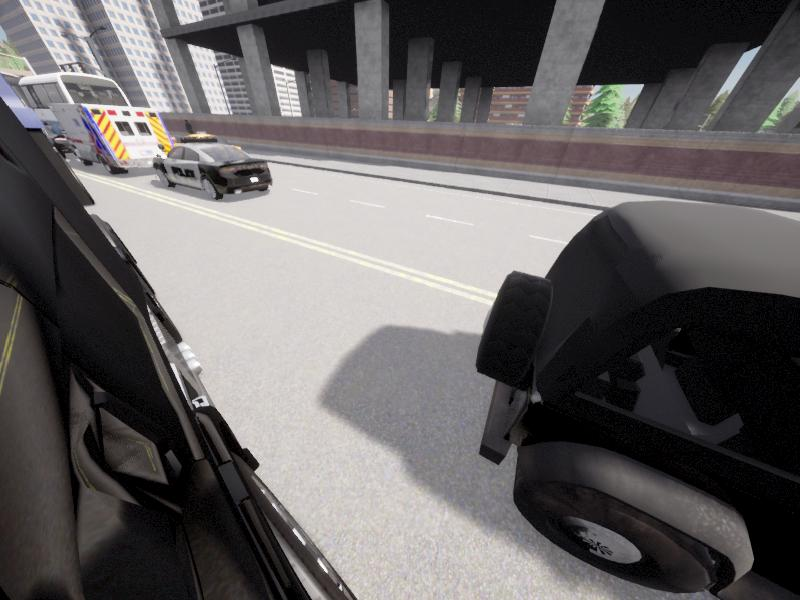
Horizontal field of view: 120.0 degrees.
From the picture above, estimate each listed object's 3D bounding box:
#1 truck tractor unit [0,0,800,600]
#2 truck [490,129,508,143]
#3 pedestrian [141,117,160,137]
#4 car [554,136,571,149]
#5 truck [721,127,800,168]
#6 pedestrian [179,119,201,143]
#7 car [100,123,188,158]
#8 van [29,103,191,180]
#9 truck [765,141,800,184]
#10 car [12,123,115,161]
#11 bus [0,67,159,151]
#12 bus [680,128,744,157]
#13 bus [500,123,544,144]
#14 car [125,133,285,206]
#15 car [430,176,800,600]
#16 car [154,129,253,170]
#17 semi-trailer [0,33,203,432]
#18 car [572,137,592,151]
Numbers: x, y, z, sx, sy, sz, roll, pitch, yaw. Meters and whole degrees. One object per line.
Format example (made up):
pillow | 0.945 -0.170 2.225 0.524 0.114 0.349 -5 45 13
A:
truck tractor unit | -2.645 -0.295 0.351 6.516 4.208 3.053 28 44 30
truck | 23.505 -38.794 54.716 2.615 2.467 5.204 20 40 21
pedestrian | -29.484 -20.473 27.312 0.751 1.860 0.751 26 43 28
car | 29.368 -28.523 41.783 1.905 1.878 3.866 20 40 21
truck | 47.809 -20.040 30.216 2.891 3.827 8.468 20 40 21
pedestrian | -20.631 -16.611 22.708 0.751 1.860 0.751 20 40 22
car | -17.606 -11.106 15.989 4.611 1.667 2.242 20 40 21
van | -13.525 -7.570 10.886 6.366 2.431 2.351 20 40 21
truck | 30.282 -9.465 16.084 2.627 2.467 5.204 20 40 21
car | -20.214 -9.585 13.921 4.902 1.511 2.128 20 40 21
bus | -25.391 -14.856 18.353 10.273 4.253 3.944 20 40 21
bus | 62.952 -32.297 47.213 3.944 4.253 10.273 23 41 25
bus | 35.115 -48.139 66.727 10.273 4.253 3.944 20 40 21
car | -7.058 -4.938 8.434 5.238 1.638 1.930 20 40 21
car | 2.425 0.737 1.236 3.866 1.878 1.905 20 40 21
car | -11.396 -8.850 13.442 5.366 1.575 1.801 20 40 21
semi-trailer | -8.778 -3.551 4.147 14.254 4.402 2.717 27 43 29
car | 31.945 -27.597 40.708 1.905 1.878 3.866 20 40 21
